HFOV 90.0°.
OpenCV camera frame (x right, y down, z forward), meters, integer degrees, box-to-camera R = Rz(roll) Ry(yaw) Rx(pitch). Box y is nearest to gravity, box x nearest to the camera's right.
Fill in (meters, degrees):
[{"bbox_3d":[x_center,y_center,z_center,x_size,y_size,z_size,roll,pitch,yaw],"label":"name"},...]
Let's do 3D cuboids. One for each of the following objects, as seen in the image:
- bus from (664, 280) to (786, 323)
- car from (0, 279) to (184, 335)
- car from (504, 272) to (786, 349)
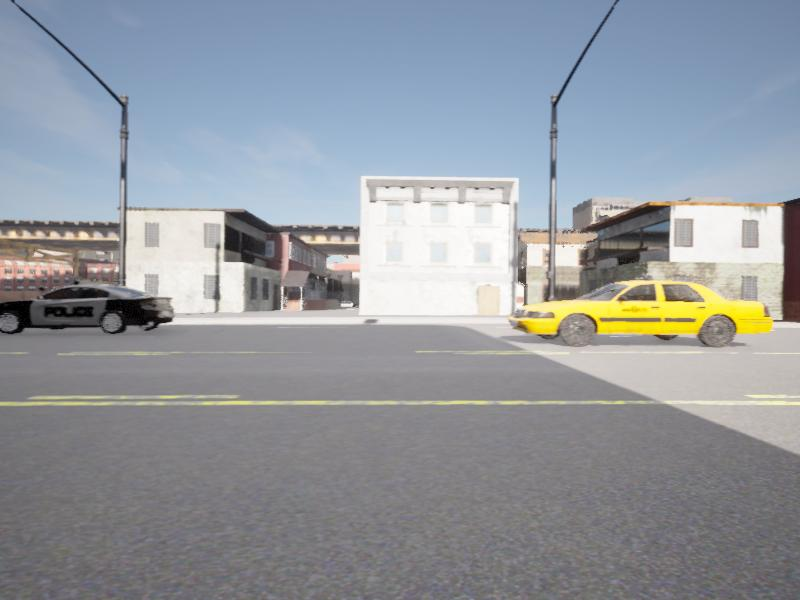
[{"bbox_3d":[36.249,0.139,45.080,10.273,4.253,3.944,1,0,45],"label":"bus"},{"bbox_3d":[-9.993,0.202,12.675,5.238,1.638,1.930,0,0,0],"label":"car"},{"bbox_3d":[5.320,0.217,9.206,5.366,1.575,1.801,0,0,0],"label":"car"}]
